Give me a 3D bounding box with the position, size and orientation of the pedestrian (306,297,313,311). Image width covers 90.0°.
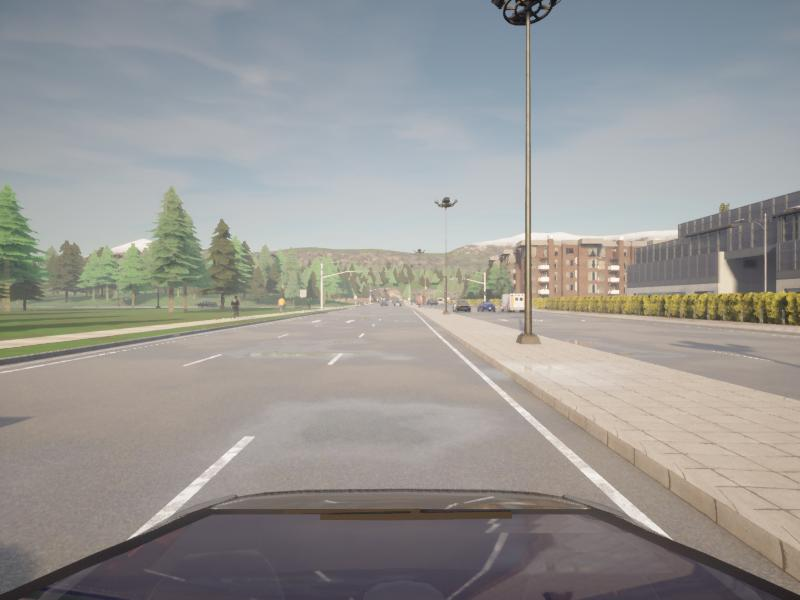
[{"bbox_3d":[-12.212,0.533,54.135,0.751,1.860,0.751,0,0,2],"label":"pedestrian"}]

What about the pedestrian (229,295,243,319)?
[{"bbox_3d":[-12.681,0.512,30.946,0.751,1.860,0.751,0,0,1],"label":"pedestrian"}]

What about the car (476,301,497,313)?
[{"bbox_3d":[11.755,0.918,54.568,1.812,1.442,4.674,0,0,0],"label":"car"}]

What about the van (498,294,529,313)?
[{"bbox_3d":[15.255,0.426,54.148,2.351,2.431,6.366,0,0,0],"label":"van"}]

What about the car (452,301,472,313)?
[{"bbox_3d":[8.250,0.874,53.841,2.038,1.542,4.974,0,0,1],"label":"car"}]
